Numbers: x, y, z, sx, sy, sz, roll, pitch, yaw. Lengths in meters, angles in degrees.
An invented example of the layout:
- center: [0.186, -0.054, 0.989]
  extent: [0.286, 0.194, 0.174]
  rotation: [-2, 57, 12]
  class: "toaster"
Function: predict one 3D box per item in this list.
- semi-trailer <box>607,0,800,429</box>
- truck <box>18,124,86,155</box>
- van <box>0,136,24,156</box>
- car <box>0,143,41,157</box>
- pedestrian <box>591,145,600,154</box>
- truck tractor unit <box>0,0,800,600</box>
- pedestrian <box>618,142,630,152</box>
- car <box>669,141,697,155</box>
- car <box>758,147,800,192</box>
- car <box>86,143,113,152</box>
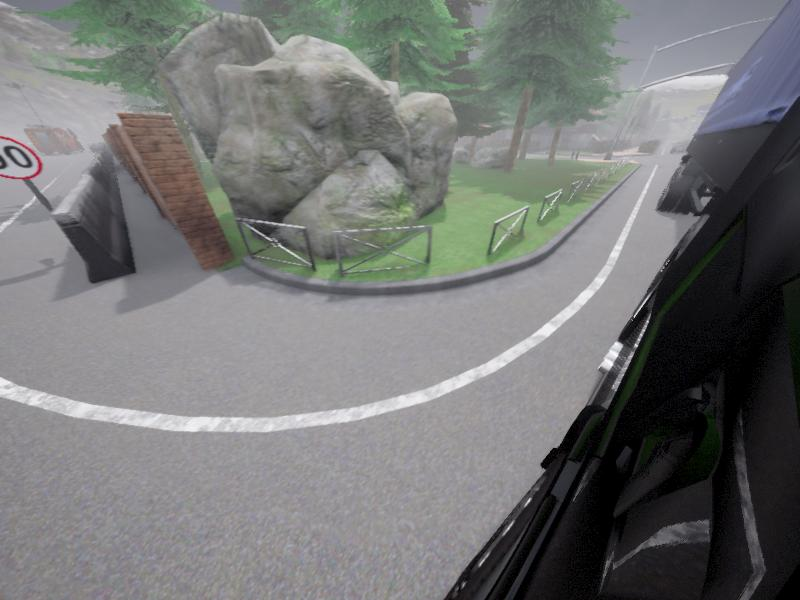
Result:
- center: [8.332, -3.659, 4.780]
  extent: [2.717, 4.402, 14.254]
  rotation: [29, 45, 35]
  class: "semi-trailer"
- center: [-57.709, -26.840, 38.751]
  extent: [2.891, 3.827, 8.468]
  rotation: [-22, 41, -28]
  class: "truck"
- center: [-63.680, -24.168, 36.158]
  extent: [2.351, 2.431, 6.366]
  rotation: [-21, 40, -27]
  class: "van"
- center: [-58.447, -23.013, 35.369]
  extent: [2.128, 1.511, 4.902]
  rotation: [-22, 41, -28]
  class: "car"
- center: [28.770, -22.151, 34.002]
  extent: [0.500, 1.100, 0.500]
  rotation: [29, 44, 35]
  class: "pedestrian"
- center: [2.645, -0.295, 0.352]
  extent: [6.516, 4.208, 3.053]
  rotation: [-28, 44, -30]
  class: "truck tractor unit"
- center: [33.813, -23.059, 34.836]
  extent: [0.751, 1.300, 0.751]
  rotation: [-28, 44, -34]
  class: "pedestrian"
- center: [42.064, -22.791, 34.473]
  extent: [2.033, 1.649, 4.856]
  rotation: [29, 44, 34]
  class: "car"
- center: [19.237, -6.123, 10.772]
  extent: [1.789, 1.549, 3.705]
  rotation: [29, 44, 34]
  class: "car"
- center: [-57.419, -29.182, 44.219]
  extent: [1.994, 1.385, 4.181]
  rotation: [-21, 40, -27]
  class: "car"
